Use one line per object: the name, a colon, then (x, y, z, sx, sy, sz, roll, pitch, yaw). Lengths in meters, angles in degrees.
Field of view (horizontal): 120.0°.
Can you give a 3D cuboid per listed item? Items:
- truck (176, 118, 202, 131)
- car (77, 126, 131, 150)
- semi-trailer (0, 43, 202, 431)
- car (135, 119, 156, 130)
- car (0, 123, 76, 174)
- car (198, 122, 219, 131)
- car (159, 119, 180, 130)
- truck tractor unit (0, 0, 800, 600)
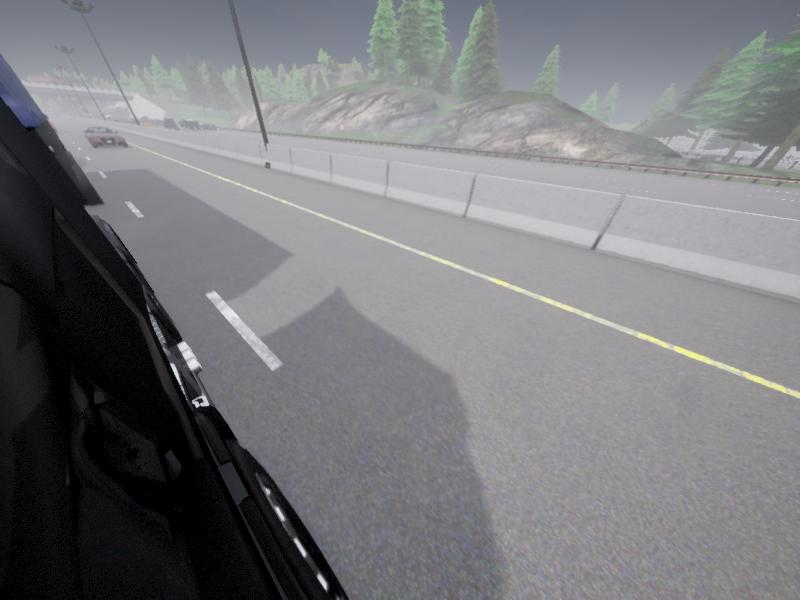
truck: (-47.810, -39.818, 52.389, 6.274, 2.098, 2.390, 28, 44, 30)
car: (-24.168, -13.291, 18.875, 4.181, 1.385, 1.994, 28, 44, 30)
semi-trailer: (-8.700, -3.591, 4.246, 14.254, 4.402, 2.717, 28, 44, 30)
car: (-54.831, -37.863, 49.794, 5.366, 1.575, 1.801, 28, 44, 30)
car: (-18.132, -7.467, 11.216, 4.856, 1.649, 2.033, 28, 44, 30)
car: (-45.192, -40.925, 54.512, 4.902, 1.511, 2.128, 28, 44, 30)
car: (-50.140, -38.237, 50.306, 3.866, 1.878, 1.905, 28, 44, 30)
truck tractor unit: (-2.645, -0.295, 0.351, 6.516, 4.208, 3.053, 28, 44, 30)
